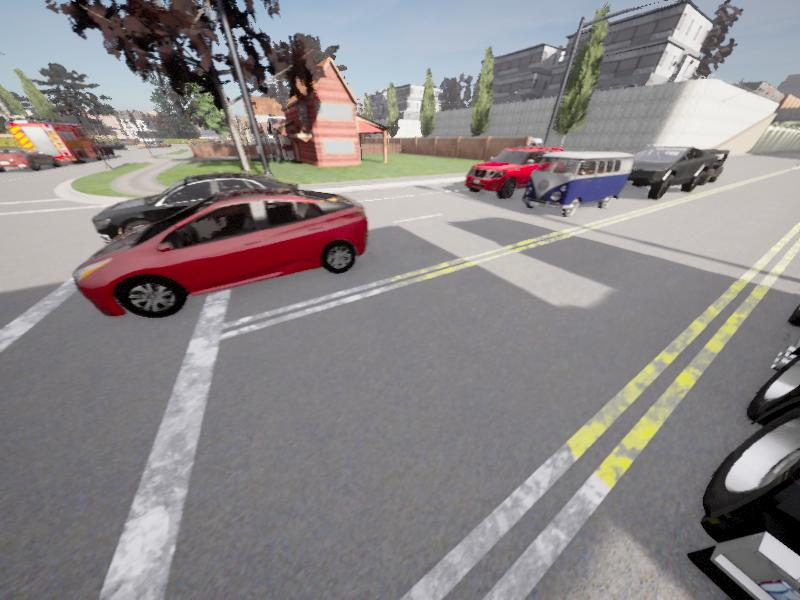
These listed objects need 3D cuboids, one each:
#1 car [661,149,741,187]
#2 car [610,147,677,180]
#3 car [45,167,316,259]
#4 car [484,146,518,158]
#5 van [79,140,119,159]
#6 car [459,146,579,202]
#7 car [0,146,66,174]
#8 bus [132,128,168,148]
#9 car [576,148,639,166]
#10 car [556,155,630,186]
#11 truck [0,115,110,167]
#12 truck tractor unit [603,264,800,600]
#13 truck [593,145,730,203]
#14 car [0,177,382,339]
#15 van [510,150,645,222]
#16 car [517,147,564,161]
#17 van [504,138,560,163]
[{"bbox_3d":[19.731,-8.780,15.184,3.866,1.878,1.905,-19,39,-25],"label":"car"},{"bbox_3d":[18.782,-10.621,17.836,4.605,1.855,1.932,-20,40,-27],"label":"car"},{"bbox_3d":[-5.260,-2.730,6.578,4.892,1.490,1.837,-18,39,-24],"label":"car"},{"bbox_3d":[16.560,-24.608,38.273,1.837,1.490,4.892,-18,39,-25],"label":"car"},{"bbox_3d":[-40.187,-20.237,30.995,1.775,1.987,4.442,-21,40,-27],"label":"van"},{"bbox_3d":[6.005,-6.590,11.766,5.566,2.045,2.150,-18,39,-24],"label":"car"},{"bbox_3d":[-30.941,-11.613,18.996,2.152,1.651,5.027,-19,39,-26],"label":"car"},{"bbox_3d":[-70.128,-45.622,65.230,3.944,4.253,10.273,-19,39,-26],"label":"bus"},{"bbox_3d":[24.374,-16.996,27.384,2.128,1.511,4.902,-18,39,-25],"label":"car"},{"bbox_3d":[12.623,-8.565,15.169,3.806,1.475,1.970,-18,39,-25],"label":"car"},{"bbox_3d":[-35.394,-16.678,24.310,2.891,3.827,8.468,-19,39,-26],"label":"truck"},{"bbox_3d":[5.109,-0.301,0.795,6.516,4.208,3.053,-18,39,-24],"label":"truck tractor unit"},{"bbox_3d":[13.463,-6.694,11.940,6.274,2.098,2.390,-17,39,-24],"label":"truck"},{"bbox_3d":[-2.841,-1.221,4.406,4.514,1.525,2.007,-18,39,-24],"label":"car"},{"bbox_3d":[6.733,-4.519,8.847,4.442,1.987,1.775,-18,39,-25],"label":"van"},{"bbox_3d":[20.130,-21.098,33.347,2.033,1.411,5.357,-18,39,-25],"label":"car"},{"bbox_3d":[17.464,-20.227,31.064,1.988,2.561,5.915,-18,39,-25],"label":"van"}]
